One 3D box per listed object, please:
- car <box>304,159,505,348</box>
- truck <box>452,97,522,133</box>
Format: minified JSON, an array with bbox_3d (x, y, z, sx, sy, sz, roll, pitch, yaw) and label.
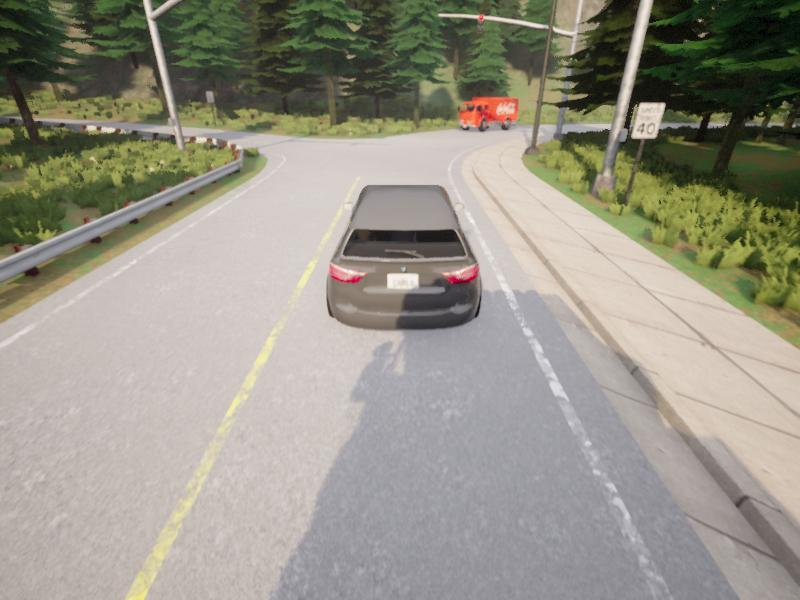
[{"bbox_3d":[0.062,-1.192,6.882,2.242,1.667,4.611,0,28,0],"label":"car"},{"bbox_3d":[7.179,-15.290,32.899,5.204,2.467,2.627,-20,34,-33],"label":"truck"}]
